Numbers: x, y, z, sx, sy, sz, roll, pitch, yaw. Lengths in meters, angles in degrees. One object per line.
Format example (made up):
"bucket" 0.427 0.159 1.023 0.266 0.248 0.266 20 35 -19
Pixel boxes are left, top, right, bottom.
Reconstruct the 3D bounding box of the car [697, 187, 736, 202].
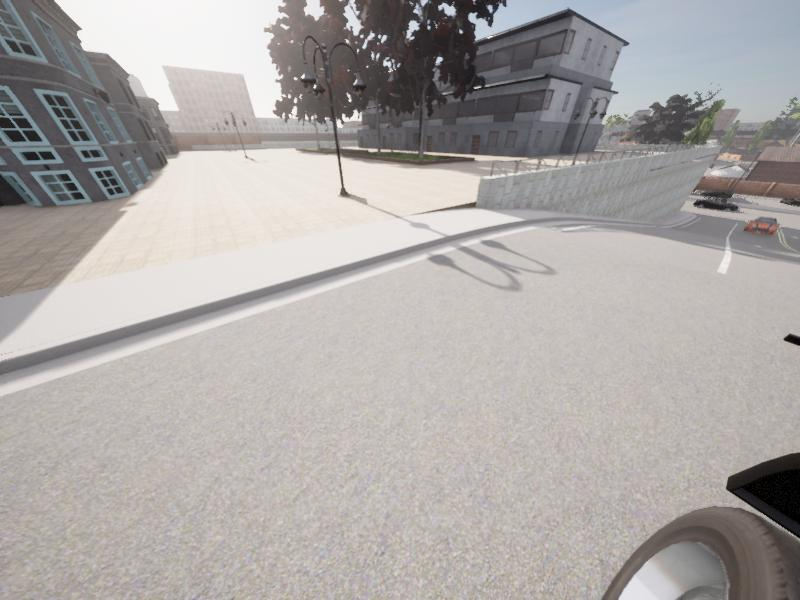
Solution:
"car" 61.580 -20.647 44.981 1.905 1.878 3.866 -22 41 -28

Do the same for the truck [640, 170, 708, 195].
"truck" 60.106 -26.149 51.103 2.891 3.827 8.468 -22 41 -28

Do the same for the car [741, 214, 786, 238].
"car" 42.333 -8.738 26.955 4.553 1.767 2.097 -18 37 -31

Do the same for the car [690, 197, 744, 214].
"car" 53.016 -15.980 38.713 1.882 1.535 5.008 -22 41 -28

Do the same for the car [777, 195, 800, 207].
"car" 70.005 -17.103 40.281 1.994 1.385 4.181 -22 41 -28
